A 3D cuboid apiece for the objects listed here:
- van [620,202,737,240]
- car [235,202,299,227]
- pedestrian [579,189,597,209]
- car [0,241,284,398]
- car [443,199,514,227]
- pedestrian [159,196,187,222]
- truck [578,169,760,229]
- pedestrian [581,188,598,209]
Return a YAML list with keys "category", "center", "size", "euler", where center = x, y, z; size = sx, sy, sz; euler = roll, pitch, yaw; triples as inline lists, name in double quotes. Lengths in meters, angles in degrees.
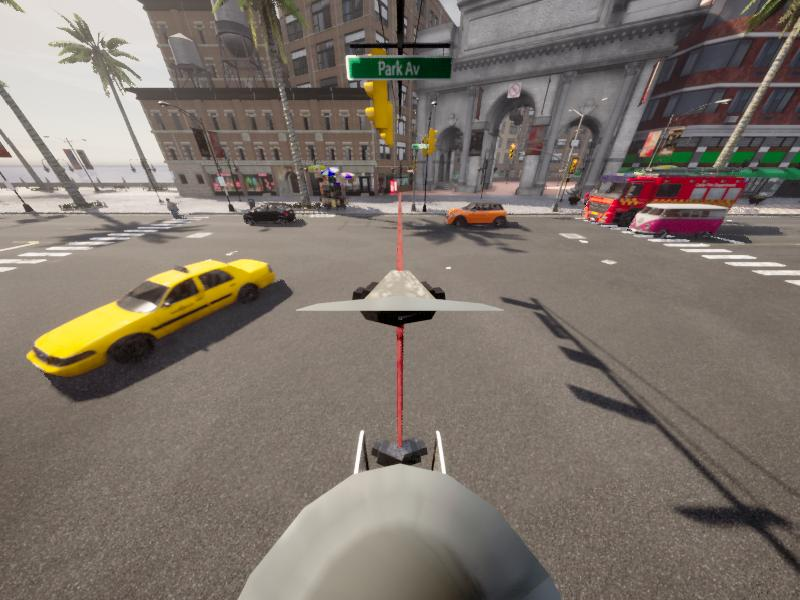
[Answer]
- category: "van"
  center: [17.506, -5.063, 14.789]
  size: [4.442, 1.987, 1.775]
  euler: [0, 30, 1]
- category: "car"
  center: [-10.320, -6.789, 18.204]
  size: [3.705, 1.549, 1.789]
  euler: [0, 30, 1]
- category: "pedestrian"
  center: [19.423, -10.432, 23.862]
  size: [0.751, 1.860, 0.751]
  euler: [-26, 39, -37]
- category: "car"
  center: [-6.317, -0.143, 6.671]
  size: [1.801, 1.575, 5.366]
  euler: [12, 32, 19]
- category: "car"
  center: [5.908, -6.798, 17.985]
  size: [4.553, 1.767, 2.097]
  euler: [0, 30, 1]
- category: "pedestrian"
  center: [-18.888, -7.592, 19.247]
  size: [0.751, 1.860, 0.751]
  euler: [7, 31, 11]
- category: "truck"
  center: [19.351, -7.604, 17.350]
  size: [8.468, 3.827, 2.891]
  euler: [0, 30, 1]
- category: "pedestrian"
  center: [19.991, -10.732, 24.381]
  size: [0.751, 1.860, 0.751]
  euler: [26, 39, 37]
